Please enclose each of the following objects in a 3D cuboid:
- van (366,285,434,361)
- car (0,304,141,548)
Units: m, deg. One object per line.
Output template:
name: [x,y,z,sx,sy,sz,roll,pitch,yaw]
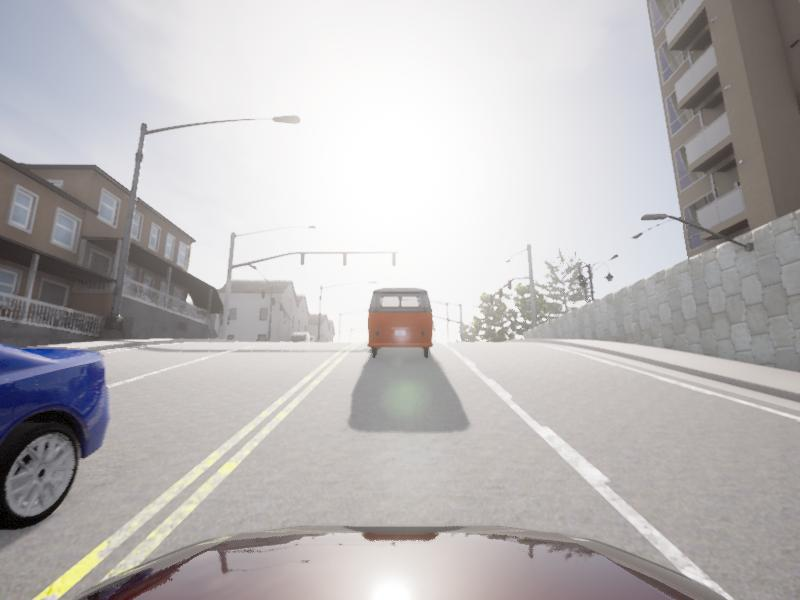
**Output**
van: [0.008,0.648,12.730,1.775,1.987,4.442,0,-1,0]
car: [-3.499,0.824,1.449,1.882,1.535,5.008,0,0,0]
